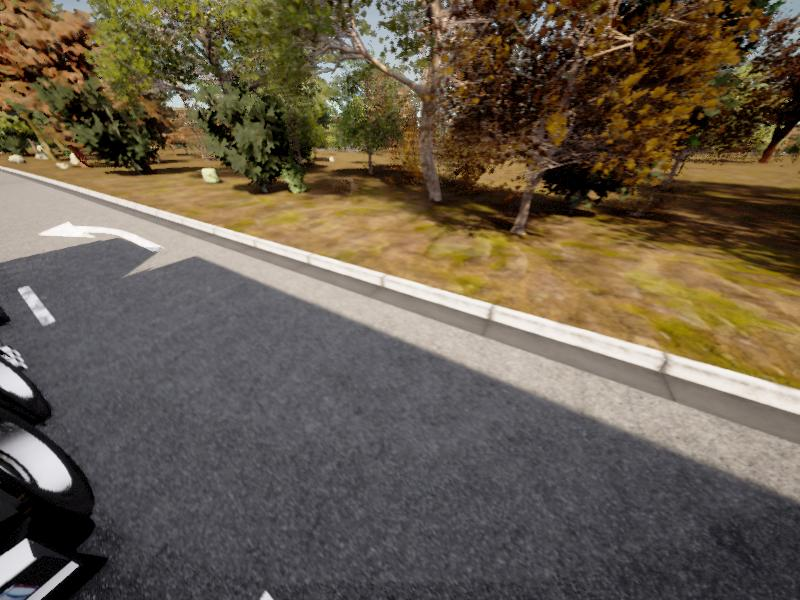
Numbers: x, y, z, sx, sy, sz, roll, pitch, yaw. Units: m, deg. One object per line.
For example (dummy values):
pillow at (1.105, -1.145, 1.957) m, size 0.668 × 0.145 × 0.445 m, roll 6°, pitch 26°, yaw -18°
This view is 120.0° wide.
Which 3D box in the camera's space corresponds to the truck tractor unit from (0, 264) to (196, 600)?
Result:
truck tractor unit at (-5.108, -0.302, 0.787) m, size 6.516 × 4.208 × 3.053 m, roll 18°, pitch 39°, yaw 24°
